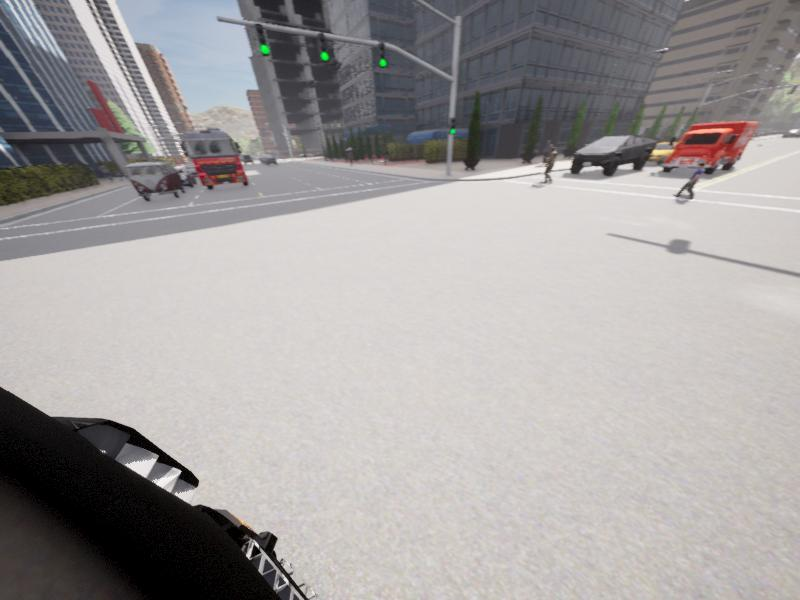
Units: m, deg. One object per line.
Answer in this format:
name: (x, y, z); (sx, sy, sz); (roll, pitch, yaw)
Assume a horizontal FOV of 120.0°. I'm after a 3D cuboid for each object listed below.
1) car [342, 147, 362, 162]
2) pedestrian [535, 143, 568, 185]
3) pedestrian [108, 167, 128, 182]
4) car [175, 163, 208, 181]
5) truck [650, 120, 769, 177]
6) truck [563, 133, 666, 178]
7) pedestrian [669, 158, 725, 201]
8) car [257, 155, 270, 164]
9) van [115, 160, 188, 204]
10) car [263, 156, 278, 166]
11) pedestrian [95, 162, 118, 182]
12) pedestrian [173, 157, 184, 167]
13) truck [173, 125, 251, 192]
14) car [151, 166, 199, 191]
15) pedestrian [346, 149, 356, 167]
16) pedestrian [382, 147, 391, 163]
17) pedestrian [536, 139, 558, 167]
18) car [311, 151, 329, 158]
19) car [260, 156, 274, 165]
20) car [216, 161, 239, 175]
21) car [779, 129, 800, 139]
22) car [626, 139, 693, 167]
car: (-8.886, -27.240, 43.120); (2.390, 2.098, 6.274); (-3, 34, 1)
pedestrian: (8.183, -7.354, 12.548); (0.751, 1.860, 0.751); (-23, 39, -27)
pedestrian: (-31.444, -14.004, 25.760); (0.751, 1.300, 0.751); (-22, 38, -26)
car: (-24.254, -15.104, 27.081); (2.033, 1.411, 5.357); (-21, 38, -24)
truck: (18.625, -9.214, 14.013); (5.204, 2.467, 2.627); (-20, 38, -24)
truck: (14.309, -9.743, 15.469); (6.274, 2.098, 2.390); (-20, 37, -24)
pedestrian: (10.819, -4.424, 8.475); (0.751, 1.300, 0.751); (-30, 42, -34)
car: (-33.006, -34.003, 55.831); (1.882, 1.535, 5.008); (-21, 38, -24)
van: (-15.441, -7.639, 14.727); (1.775, 1.987, 4.442); (-21, 38, -24)
car: (-25.637, -27.533, 45.645); (1.837, 1.490, 4.892); (-21, 38, -24)
pedestrian: (-32.267, -14.056, 25.398); (0.751, 1.860, 0.751); (-29, 41, -33)
pedestrian: (-50.836, -31.586, 52.993); (0.751, 1.860, 0.751); (-7, 34, -6)
truck: (-14.895, -11.614, 18.963); (2.891, 3.827, 8.468); (-21, 38, -24)
car: (-18.716, -10.300, 19.408); (1.970, 1.475, 3.806); (-21, 38, -24)
pedestrian: (-6.023, -17.397, 28.358); (0.751, 1.860, 0.751); (-20, 37, -24)
pedestrian: (-1.887, -19.946, 31.838); (0.751, 1.860, 0.751); (26, 44, 36)
pedestrian: (12.015, -12.020, 18.942); (0.751, 1.860, 0.751); (-21, 38, -25)
car: (-27.178, -49.339, 78.445); (5.027, 1.651, 2.152); (-20, 38, -24)
car: (-29.115, -30.578, 50.474); (1.970, 1.475, 3.806); (-21, 38, -24)
car: (-22.938, -17.675, 30.839); (1.994, 1.385, 4.181); (-21, 38, -24)
car: (78.228, -33.075, 45.915); (4.792, 1.488, 2.163); (-20, 37, -24)
car: (21.064, -11.982, 18.755); (5.366, 1.575, 1.801); (-20, 37, -24)
